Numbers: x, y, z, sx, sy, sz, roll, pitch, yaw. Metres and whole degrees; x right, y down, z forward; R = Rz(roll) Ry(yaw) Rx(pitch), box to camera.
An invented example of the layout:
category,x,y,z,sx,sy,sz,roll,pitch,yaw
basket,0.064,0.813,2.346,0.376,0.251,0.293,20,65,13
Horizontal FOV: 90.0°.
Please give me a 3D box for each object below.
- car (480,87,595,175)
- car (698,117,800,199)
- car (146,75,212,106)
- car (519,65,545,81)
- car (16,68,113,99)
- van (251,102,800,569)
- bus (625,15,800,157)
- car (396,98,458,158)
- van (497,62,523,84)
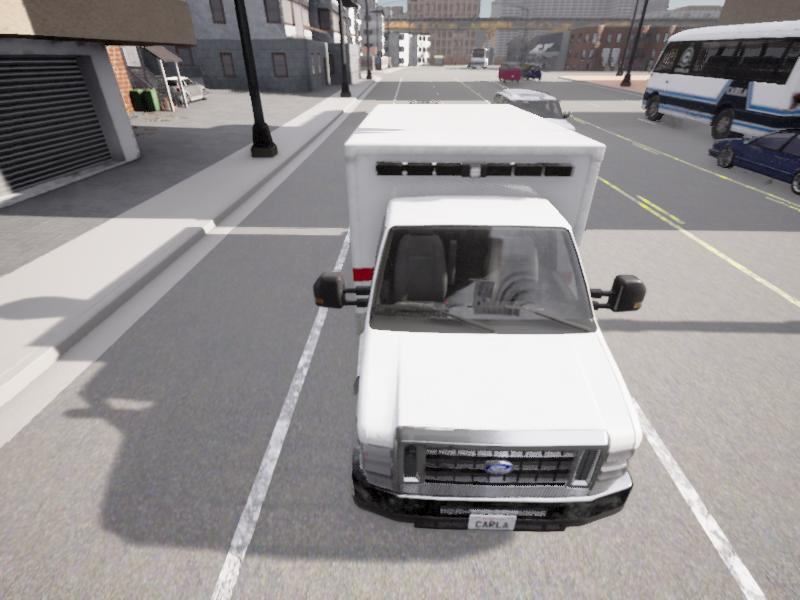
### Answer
category,x,y,z,sx,sy,sz,roll,pitch,yaw
car,4.425,-6.159,14.127,2.150,2.045,5.566,0,32,1
car,11.338,-4.036,11.275,2.033,1.411,5.357,1,31,1
car,-14.224,-13.684,26.048,1.970,1.475,3.806,1,32,1
car,15.892,-27.430,48.333,1.845,1.501,3.633,1,32,1
car,-22.293,-14.658,26.945,2.152,1.636,5.027,1,31,1
van,0.660,-0.810,4.921,2.351,2.431,6.366,1,31,1
bus,14.920,-9.716,17.766,3.944,4.253,10.273,1,32,1
car,0.970,-7.062,16.107,2.128,1.511,4.902,1,32,1
van,12.302,-25.675,45.096,1.775,1.987,4.442,1,32,1
